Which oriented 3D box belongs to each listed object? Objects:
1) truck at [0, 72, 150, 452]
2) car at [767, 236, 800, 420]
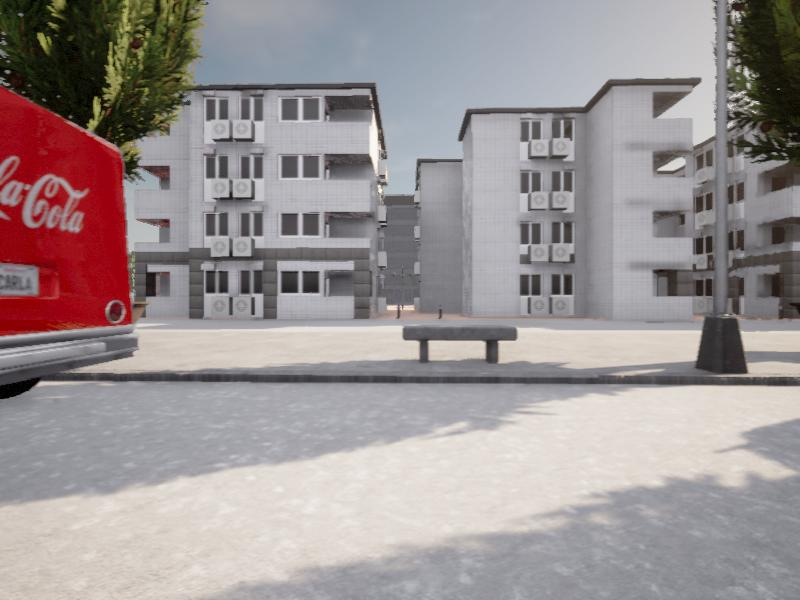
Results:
[{"bbox_3d":[-5.198,-0.251,2.859,5.204,2.467,2.627,0,0,1],"label":"truck"},{"bbox_3d":[5.814,0.231,2.573,4.974,1.542,2.038,0,0,1],"label":"car"}]
